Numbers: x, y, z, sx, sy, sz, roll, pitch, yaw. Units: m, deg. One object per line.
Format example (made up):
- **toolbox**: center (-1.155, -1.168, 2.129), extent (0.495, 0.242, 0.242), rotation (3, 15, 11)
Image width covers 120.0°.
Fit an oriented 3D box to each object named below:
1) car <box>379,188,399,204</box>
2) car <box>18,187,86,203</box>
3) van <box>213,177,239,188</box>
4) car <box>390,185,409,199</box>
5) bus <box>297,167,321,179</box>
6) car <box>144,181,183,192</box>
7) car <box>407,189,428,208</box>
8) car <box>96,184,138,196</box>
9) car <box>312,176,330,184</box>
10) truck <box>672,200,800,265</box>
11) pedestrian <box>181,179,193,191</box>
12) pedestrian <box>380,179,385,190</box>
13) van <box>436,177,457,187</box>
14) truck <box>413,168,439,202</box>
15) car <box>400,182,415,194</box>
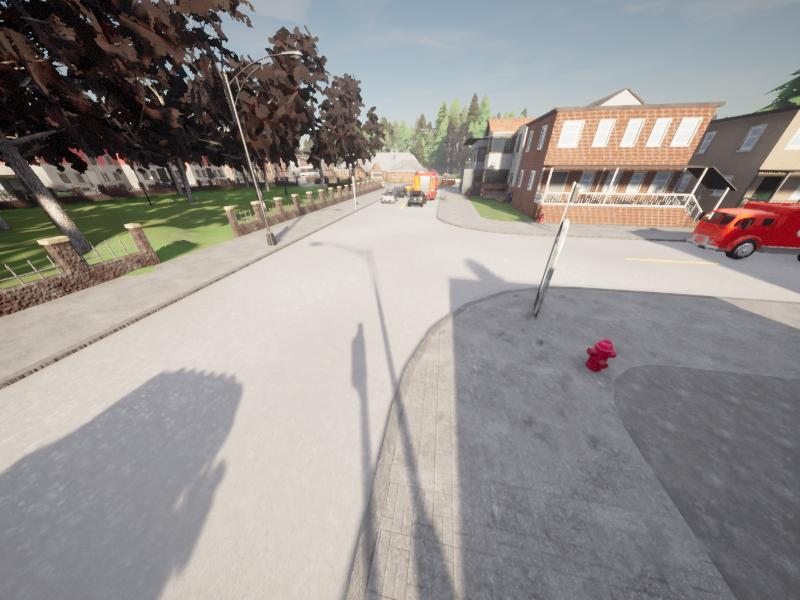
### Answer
- **car**: center (-1.281, -13.276, 29.471), extent (1.845, 1.501, 3.633), rotation (4, 30, 7)
- **car**: center (-46.745, -14.301, 31.249), extent (2.007, 1.525, 4.514), rotation (5, 30, 9)
- **van**: center (-41.779, -28.416, 55.629), extent (2.069, 2.038, 4.480), rotation (6, 31, 11)
- **car**: center (-0.005, -16.512, 35.211), extent (2.033, 1.411, 5.357), rotation (5, 30, 8)
- **bus**: center (-37.411, -52.898, 95.808), extent (3.944, 4.253, 10.273), rotation (5, 30, 9)
- **car**: center (-44.279, -21.282, 43.373), extent (1.837, 1.490, 4.892), rotation (5, 30, 8)
- **car**: center (2.108, -12.004, 27.190), extent (1.851, 1.617, 3.988), rotation (7, 31, 12)
- **car**: center (-45.515, -17.799, 37.285), extent (1.789, 1.549, 3.705), rotation (5, 31, 9)
- **car**: center (-20.713, -31.644, 60.888), extent (3.866, 1.878, 1.905), rotation (5, 30, 9)
- **truck**: center (18.389, -3.423, 11.465), extent (5.204, 2.467, 2.627), rotation (6, 31, 11)
- **pedestrian**: center (-39.482, -21.358, 42.882), extent (0.751, 1.860, 0.751), rotation (5, 30, 8)
- **pedestrian**: center (-3.336, -22.651, 45.124), extent (0.751, 1.860, 0.751), rotation (5, 30, 9)
- **van**: center (10.629, -27.012, 52.809), extent (4.442, 1.987, 1.775), rotation (5, 30, 9)
- **truck**: center (3.886, -16.816, 33.308), extent (2.891, 3.827, 8.468), rotation (5, 30, 9)
- **car**: center (1.399, -20.204, 41.419), extent (1.801, 1.575, 5.366), rotation (5, 30, 9)
